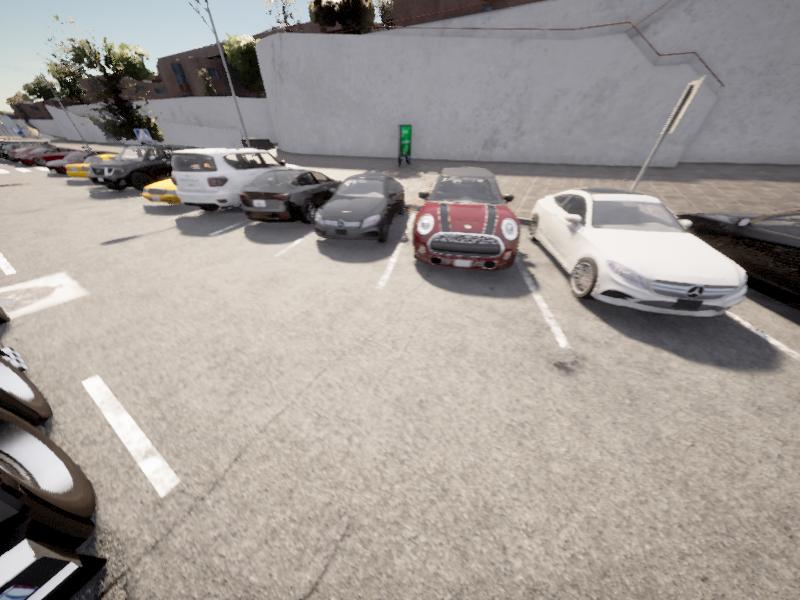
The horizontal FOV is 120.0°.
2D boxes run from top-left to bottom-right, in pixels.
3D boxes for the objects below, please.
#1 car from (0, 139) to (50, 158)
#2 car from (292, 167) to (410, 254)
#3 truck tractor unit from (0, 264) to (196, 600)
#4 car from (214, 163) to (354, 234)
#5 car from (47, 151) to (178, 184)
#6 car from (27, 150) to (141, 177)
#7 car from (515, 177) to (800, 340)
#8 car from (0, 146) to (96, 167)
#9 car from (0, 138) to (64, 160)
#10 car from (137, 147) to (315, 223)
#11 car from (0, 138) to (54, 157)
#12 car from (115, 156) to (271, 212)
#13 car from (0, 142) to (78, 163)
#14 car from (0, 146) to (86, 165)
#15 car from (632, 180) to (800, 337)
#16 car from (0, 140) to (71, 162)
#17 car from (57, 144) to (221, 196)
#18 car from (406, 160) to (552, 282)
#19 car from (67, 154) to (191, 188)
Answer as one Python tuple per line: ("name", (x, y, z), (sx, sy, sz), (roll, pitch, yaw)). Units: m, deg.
("car", (-50.360, -19.842, 30.176), (1.878, 1.987, 4.442), (7, 35, 8))
("car", (-1.006, -3.133, 7.277), (2.002, 1.452, 4.674), (6, 35, 8))
("truck tractor unit", (-5.109, -0.301, 0.796), (6.516, 4.208, 3.053), (18, 38, 24))
("car", (-3.615, -4.012, 8.530), (2.163, 1.488, 4.792), (6, 35, 8))
("car", (-19.198, -9.315, 15.996), (1.946, 1.575, 5.366), (6, 35, 8))
("car", (-24.428, -10.924, 18.273), (2.163, 1.488, 4.792), (7, 35, 8))
("car", (4.191, -1.446, 4.798), (2.002, 1.452, 4.674), (6, 35, 8))
("car", (-34.828, -14.437, 23.136), (2.163, 1.488, 4.792), (7, 35, 8))
("car", (-47.760, -19.039, 29.025), (2.435, 2.045, 5.566), (7, 35, 8))
("car", (-6.212, -5.097, 9.603), (2.435, 2.045, 5.566), (6, 35, 8))
("car", (-52.929, -20.820, 31.490), (2.435, 2.045, 5.566), (6, 35, 8))
("car", (-8.848, -5.634, 10.801), (1.946, 1.575, 5.366), (6, 35, 8))
("car", (-40.017, -16.316, 25.471), (2.185, 1.767, 4.553), (6, 35, 8))
("car", (-37.432, -15.322, 24.380), (2.002, 1.452, 4.674), (6, 35, 8))
("car", (6.785, -0.634, 3.527), (2.097, 1.535, 5.008), (5, 34, 8))
("car", (-42.576, -17.354, 26.743), (1.878, 1.987, 4.442), (6, 35, 8))
("car", (-14.017, -7.651, 13.239), (2.435, 2.045, 5.566), (6, 35, 8))
("car", (1.597, -2.443, 5.968), (2.185, 1.767, 4.553), (6, 35, 8))
("car", (-16.620, -8.304, 14.652), (2.002, 1.452, 4.674), (6, 35, 8))
